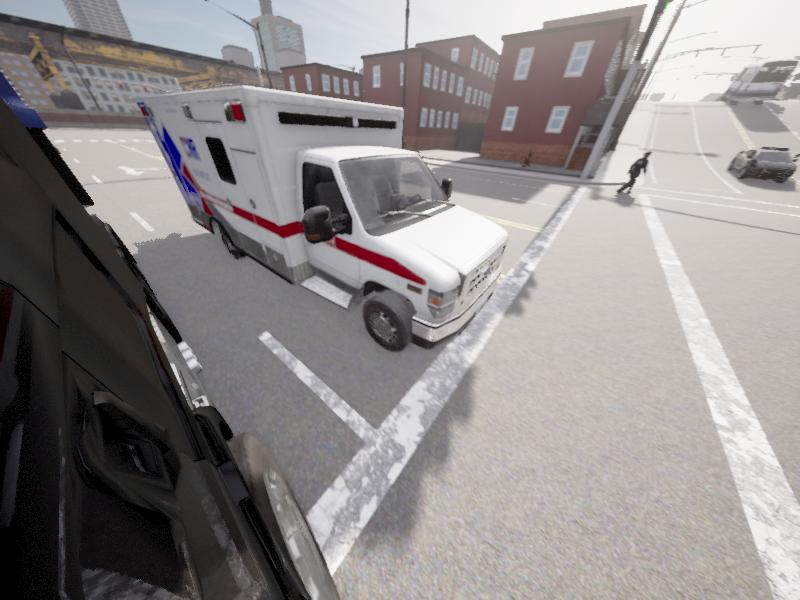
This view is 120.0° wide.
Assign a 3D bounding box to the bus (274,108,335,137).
[{"bbox_3d":[-18.901,-35.690,46.810,3.944,4.253,10.273,27,43,29],"label":"bus"}]

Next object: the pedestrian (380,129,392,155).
[{"bbox_3d":[-1.290,-14.378,21.058,0.751,1.860,0.751,26,42,28],"label":"pedestrian"}]

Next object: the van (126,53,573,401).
[{"bbox_3d":[-1.485,-1.740,3.882,6.366,2.431,2.351,27,43,29],"label":"van"}]

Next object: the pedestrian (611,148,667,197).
[{"bbox_3d":[11.023,-5.903,10.749,0.751,1.860,0.751,-2,37,-6],"label":"pedestrian"}]

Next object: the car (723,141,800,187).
[{"bbox_3d":[23.882,-9.032,15.141,1.930,1.638,5.238,27,48,28],"label":"car"}]

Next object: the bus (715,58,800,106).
[{"bbox_3d":[48.480,-29.685,31.570,3.944,4.253,10.273,27,50,28],"label":"bus"}]

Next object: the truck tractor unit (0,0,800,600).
[{"bbox_3d":[-2.645,-0.295,0.351,6.516,4.208,3.053,28,44,30],"label":"truck tractor unit"}]

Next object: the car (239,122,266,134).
[{"bbox_3d":[-30.918,-36.075,48.502,1.905,1.878,3.866,27,43,29],"label":"car"}]

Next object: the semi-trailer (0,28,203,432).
[{"bbox_3d":[-8.802,-3.530,4.126,14.254,4.402,2.717,27,43,29],"label":"semi-trailer"}]

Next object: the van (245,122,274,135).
[{"bbox_3d":[-28.284,-34.646,46.678,1.775,1.987,4.442,27,43,29],"label":"van"}]
